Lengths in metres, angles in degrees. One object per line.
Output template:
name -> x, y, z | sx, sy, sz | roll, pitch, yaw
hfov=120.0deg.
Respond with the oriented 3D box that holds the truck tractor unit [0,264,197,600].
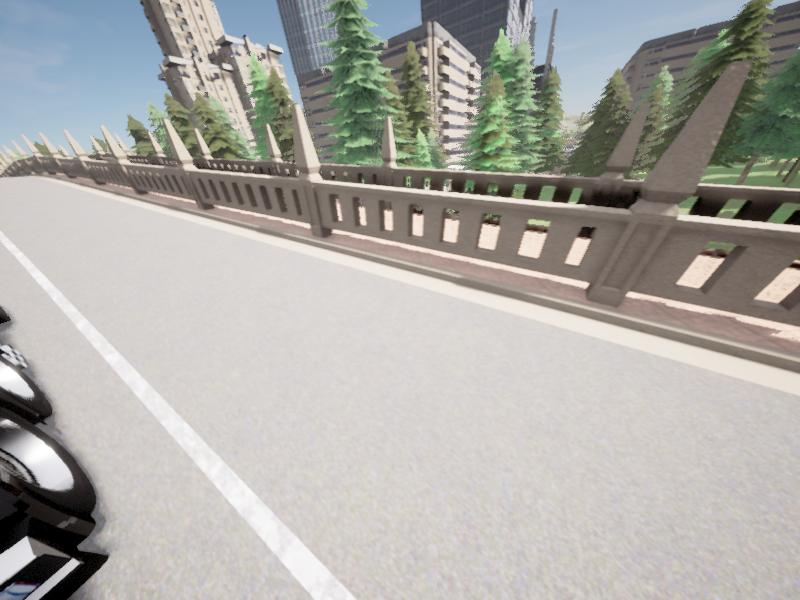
truck tractor unit -> -5.112, -0.299, 0.779 | 6.516, 4.208, 3.053 | 18, 39, 24
